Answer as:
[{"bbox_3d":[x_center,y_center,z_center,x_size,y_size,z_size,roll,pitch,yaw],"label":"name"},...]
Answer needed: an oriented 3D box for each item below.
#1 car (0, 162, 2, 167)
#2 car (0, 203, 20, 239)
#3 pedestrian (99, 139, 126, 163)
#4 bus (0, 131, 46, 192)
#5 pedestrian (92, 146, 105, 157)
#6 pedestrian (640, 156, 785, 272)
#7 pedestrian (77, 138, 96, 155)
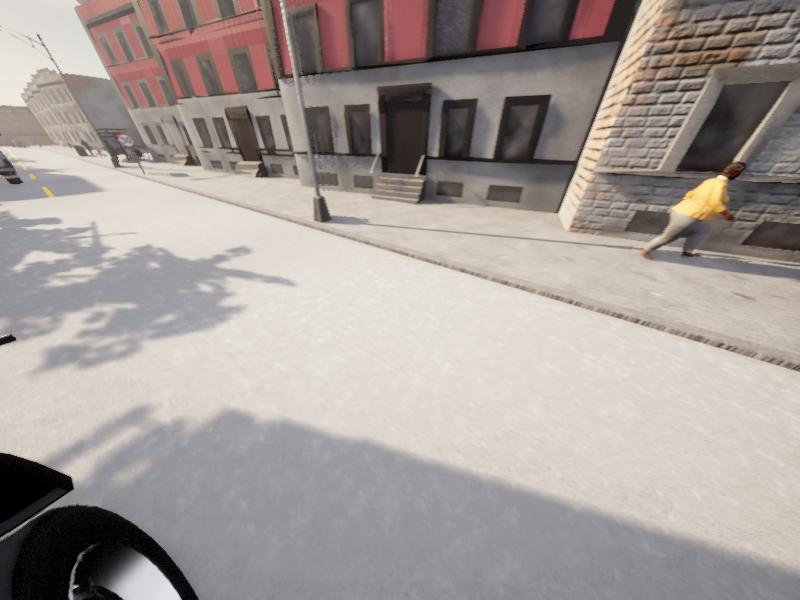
[{"bbox_3d":[-37.025,-12.693,19.989,3.866,1.878,1.905,22,41,28],"label":"car"},{"bbox_3d":[-10.754,-1.415,4.624,2.033,1.411,5.357,-28,44,-34],"label":"car"},{"bbox_3d":[-27.335,-14.164,21.958,0.751,1.860,0.751,23,41,29],"label":"pedestrian"},{"bbox_3d":[-24.874,-8.811,12.507,10.273,4.253,3.944,24,41,27],"label":"bus"},{"bbox_3d":[-37.227,-18.383,28.529,0.500,1.100,0.500,27,43,33],"label":"pedestrian"},{"bbox_3d":[5.655,-1.613,4.406,0.751,1.860,0.751,23,41,29],"label":"pedestrian"},{"bbox_3d":[-42.395,-20.795,31.251,0.751,1.860,0.751,24,42,30],"label":"pedestrian"}]
